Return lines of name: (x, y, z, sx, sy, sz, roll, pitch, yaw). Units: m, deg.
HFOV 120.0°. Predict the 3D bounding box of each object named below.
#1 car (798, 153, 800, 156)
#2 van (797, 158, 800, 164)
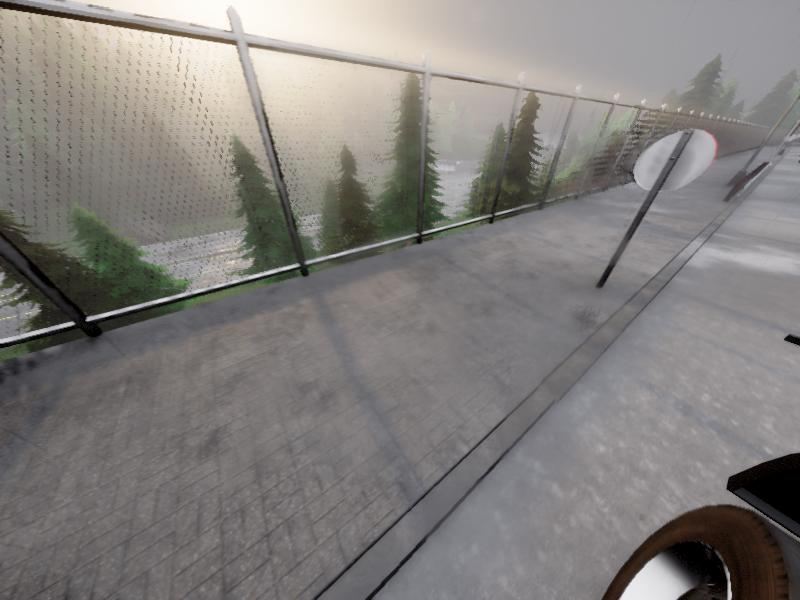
car: (53.845, -19.484, 29.667, 5.027, 1.651, 2.152, -22, 41, -28)
van: (40.202, -14.297, 21.634, 5.915, 2.561, 1.988, -22, 41, -28)
